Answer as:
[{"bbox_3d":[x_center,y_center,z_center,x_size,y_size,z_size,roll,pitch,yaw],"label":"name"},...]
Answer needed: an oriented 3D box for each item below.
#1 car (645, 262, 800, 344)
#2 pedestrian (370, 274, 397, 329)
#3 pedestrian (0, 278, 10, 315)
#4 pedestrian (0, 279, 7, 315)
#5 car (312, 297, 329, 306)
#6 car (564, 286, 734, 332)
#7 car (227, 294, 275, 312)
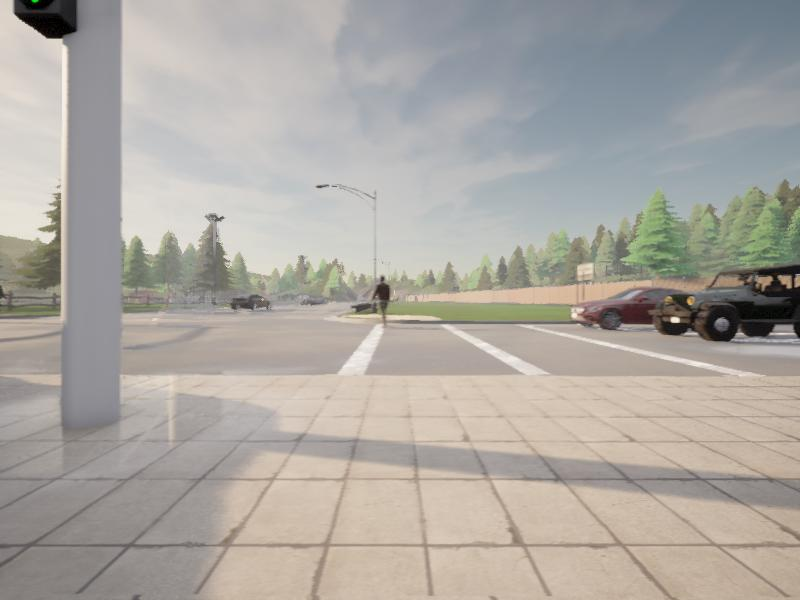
[{"bbox_3d":[8.747,0.064,10.180,3.866,1.878,1.905,0,0,0],"label":"car"},{"bbox_3d":[-0.586,0.049,14.092,0.751,1.860,0.751,0,0,-20],"label":"pedestrian"},{"bbox_3d":[-20.506,-0.163,20.277,0.751,1.860,0.751,0,0,3],"label":"pedestrian"},{"bbox_3d":[-21.063,-0.165,20.847,0.751,1.860,0.751,0,0,37],"label":"pedestrian"},{"bbox_3d":[-13.502,0.273,67.952,1.994,1.385,4.181,0,0,0],"label":"car"},{"bbox_3d":[8.313,0.286,13.679,4.674,1.442,1.812,0,0,0],"label":"car"},{"bbox_3d":[-12.873,0.214,35.000,1.837,1.490,4.892,-1,0,7],"label":"car"}]
